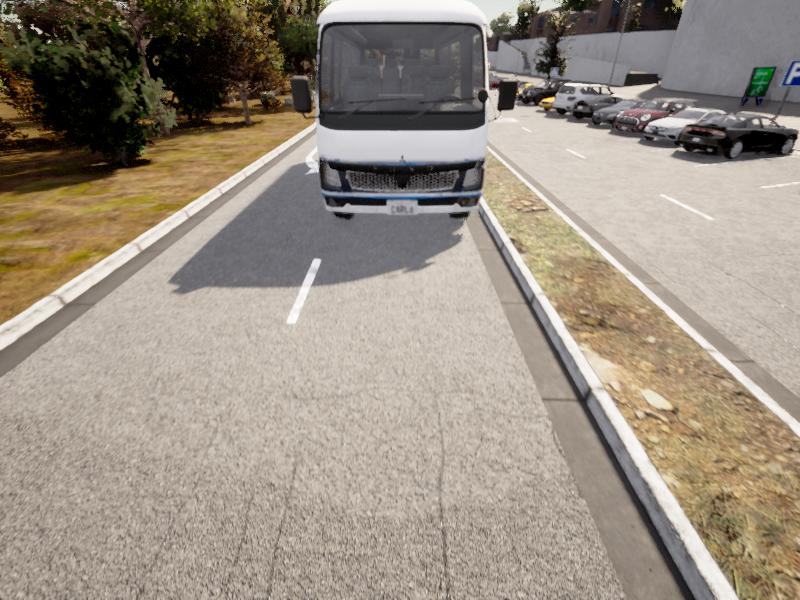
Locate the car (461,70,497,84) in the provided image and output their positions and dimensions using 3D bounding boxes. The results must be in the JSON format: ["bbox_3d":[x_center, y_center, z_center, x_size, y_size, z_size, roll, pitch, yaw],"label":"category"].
[{"bbox_3d":[13.806,-39.101,70.176,5.566,2.045,2.435,-10,33,-17],"label":"car"}]

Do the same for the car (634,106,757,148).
[{"bbox_3d":[13.816,-8.203,18.788,4.674,1.452,2.002,-10,32,-18],"label":"car"}]

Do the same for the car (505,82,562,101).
[{"bbox_3d":[13.992,-21.987,42.119,5.366,1.575,1.946,-10,32,-17],"label":"car"}]

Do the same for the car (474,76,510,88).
[{"bbox_3d":[13.820,-32.723,60.107,4.674,1.452,2.002,-10,32,-17],"label":"car"}]

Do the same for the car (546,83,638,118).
[{"bbox_3d":[13.845,-14.512,29.027,5.566,2.045,2.435,-10,32,-18],"label":"car"}]

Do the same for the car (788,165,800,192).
[{"bbox_3d":[13.786,-3.697,10.978,4.792,1.488,2.163,-10,32,-18],"label":"car"}]

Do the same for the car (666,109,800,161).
[{"bbox_3d":[13.806,-6.734,16.172,5.008,1.535,2.097,-10,31,-18],"label":"car"}]

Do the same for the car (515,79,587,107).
[{"bbox_3d":[13.796,-19.080,36.760,5.566,2.045,2.435,-10,33,-17],"label":"car"}]

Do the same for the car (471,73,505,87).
[{"bbox_3d":[13.797,-34.394,62.571,4.553,1.767,2.185,-10,32,-17],"label":"car"}]

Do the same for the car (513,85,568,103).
[{"bbox_3d":[13.824,-20.377,39.502,4.674,1.452,2.002,-10,33,-18],"label":"car"}]

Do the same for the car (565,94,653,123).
[{"bbox_3d":[13.842,-12.754,26.582,4.792,1.488,2.163,-10,32,-18],"label":"car"}]

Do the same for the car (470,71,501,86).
[{"bbox_3d":[13.937,-36.039,65.123,4.442,1.987,1.878,-10,32,-17],"label":"car"}]

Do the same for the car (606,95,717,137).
[{"bbox_3d":[13.847,-9.858,21.309,4.553,1.767,2.185,-10,32,-18],"label":"car"}]

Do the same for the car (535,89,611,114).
[{"bbox_3d":[13.645,-15.786,31.674,5.366,1.575,1.946,-10,33,-18],"label":"car"}]

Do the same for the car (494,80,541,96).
[{"bbox_3d":[13.796,-25.005,47.216,4.792,1.488,2.163,-10,33,-17],"label":"car"}]

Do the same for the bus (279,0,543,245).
[{"bbox_3d":[0.138,-5.502,11.304,3.944,4.253,10.273,0,30,0],"label":"bus"}]

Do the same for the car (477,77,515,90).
[{"bbox_3d":[13.798,-31.180,57.513,4.792,1.488,2.163,-10,33,-17],"label":"car"}]

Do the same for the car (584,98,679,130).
[{"bbox_3d":[13.818,-11.216,23.977,4.674,1.452,2.002,-10,32,-18],"label":"car"}]
